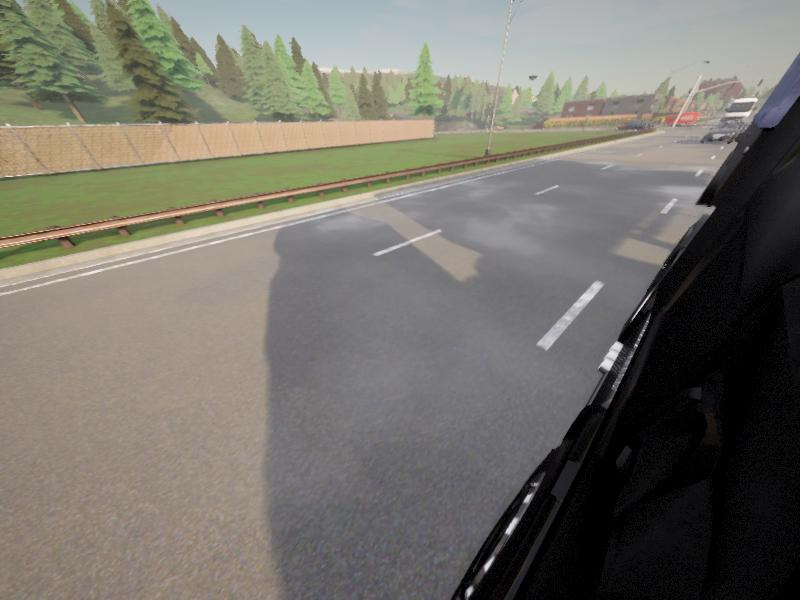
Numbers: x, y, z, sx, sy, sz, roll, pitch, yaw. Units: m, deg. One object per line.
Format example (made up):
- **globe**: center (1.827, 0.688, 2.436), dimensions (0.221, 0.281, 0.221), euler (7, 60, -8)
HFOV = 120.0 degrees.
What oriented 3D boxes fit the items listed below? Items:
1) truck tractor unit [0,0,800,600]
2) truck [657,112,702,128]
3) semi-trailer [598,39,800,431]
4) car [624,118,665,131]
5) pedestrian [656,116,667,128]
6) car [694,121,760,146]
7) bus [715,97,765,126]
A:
- **truck tractor unit**: center (2.645, -0.295, 0.351), dimensions (6.516, 4.208, 3.053), euler (-28, 44, -30)
- **truck**: center (59.704, -38.485, 49.478), dimensions (2.627, 2.467, 5.204), euler (-27, 43, -29)
- **semi-trailer**: center (8.699, -3.598, 4.237), dimensions (14.254, 4.402, 2.717), euler (-28, 44, -30)
- **car**: center (46.118, -33.079, 43.644), dimensions (2.097, 1.767, 4.553), euler (-20, 40, -22)
- **pedestrian**: center (55.307, -37.631, 48.826), dimensions (0.751, 1.860, 0.751), euler (-23, 41, -25)
- **car**: center (28.673, -14.658, 20.261), dimensions (4.902, 1.511, 2.128), euler (-22, 41, -24)
- **bus**: center (70.540, -39.015, 48.035), dimensions (10.273, 4.253, 3.944), euler (-28, 43, -30)
